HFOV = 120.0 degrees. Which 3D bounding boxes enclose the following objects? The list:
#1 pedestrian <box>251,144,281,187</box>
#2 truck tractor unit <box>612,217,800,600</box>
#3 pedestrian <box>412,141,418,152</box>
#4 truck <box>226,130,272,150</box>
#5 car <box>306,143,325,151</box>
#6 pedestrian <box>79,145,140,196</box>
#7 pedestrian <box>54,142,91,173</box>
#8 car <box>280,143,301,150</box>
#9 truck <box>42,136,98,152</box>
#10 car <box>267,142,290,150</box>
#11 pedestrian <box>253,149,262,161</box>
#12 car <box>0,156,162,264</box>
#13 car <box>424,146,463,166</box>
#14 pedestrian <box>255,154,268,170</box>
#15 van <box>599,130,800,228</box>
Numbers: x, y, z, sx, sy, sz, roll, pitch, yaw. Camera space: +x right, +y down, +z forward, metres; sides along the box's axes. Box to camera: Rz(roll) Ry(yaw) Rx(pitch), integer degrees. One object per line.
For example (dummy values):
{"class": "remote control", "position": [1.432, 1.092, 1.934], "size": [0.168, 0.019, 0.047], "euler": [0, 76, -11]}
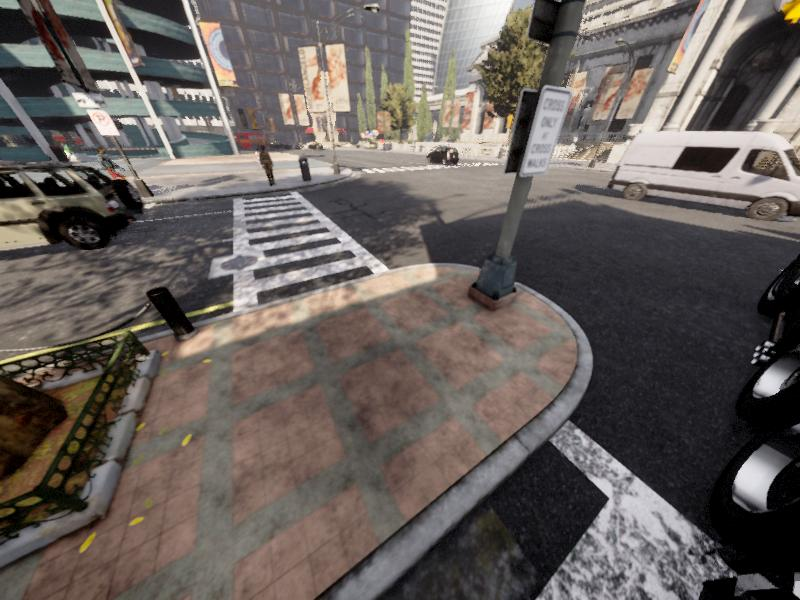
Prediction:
{"class": "pedestrian", "position": [-6.890, -6.968, 12.014], "size": [0.751, 1.860, 0.751], "euler": [-9, 36, -14]}
{"class": "truck tractor unit", "position": [5.032, -0.369, 0.901], "size": [6.516, 4.208, 3.053], "euler": [-21, 40, -28]}
{"class": "pedestrian", "position": [2.832, -29.434, 44.309], "size": [0.751, 1.860, 0.751], "euler": [-14, 37, -20]}
{"class": "truck", "position": [-36.926, -39.301, 56.800], "size": [8.468, 3.827, 2.891], "euler": [3, 35, 4]}
{"class": "car", "position": [-18.837, -34.054, 51.380], "size": [3.705, 1.549, 1.789], "euler": [23, 41, 29]}
{"class": "pedestrian", "position": [-12.462, -5.597, 10.012], "size": [0.751, 1.860, 0.751], "euler": [-17, 39, -24]}
{"class": "pedestrian", "position": [-23.587, -10.302, 16.693], "size": [0.751, 1.860, 0.751], "euler": [28, 44, 34]}
{"class": "car", "position": [-26.125, -36.553, 55.062], "size": [4.181, 1.385, 1.994], "euler": [14, 37, 19]}
{"class": "truck", "position": [-64.548, -30.629, 45.373], "size": [5.204, 2.467, 2.627], "euler": [-19, 39, -25]}
{"class": "car", "position": [-31.269, -39.701, 59.499], "size": [4.902, 1.511, 2.128], "euler": [7, 35, 10]}
{"class": "pedestrian", "position": [-16.107, -16.352, 26.084], "size": [0.500, 1.100, 0.500], "euler": [-15, 38, -21]}
{"class": "car", "position": [-9.130, -2.064, 5.255], "size": [4.605, 1.855, 1.932], "euler": [-19, 40, -26]}
{"class": "car", "position": [4.670, -15.881, 25.404], "size": [1.851, 1.617, 3.988], "euler": [-19, 39, -25]}
{"class": "pedestrian", "position": [-11.149, -11.093, 18.570], "size": [0.500, 1.100, 0.500], "euler": [-8, 36, -12]}
{"class": "van", "position": [12.259, -5.044, 9.087], "size": [1.988, 2.561, 5.915], "euler": [-19, 39, -25]}
